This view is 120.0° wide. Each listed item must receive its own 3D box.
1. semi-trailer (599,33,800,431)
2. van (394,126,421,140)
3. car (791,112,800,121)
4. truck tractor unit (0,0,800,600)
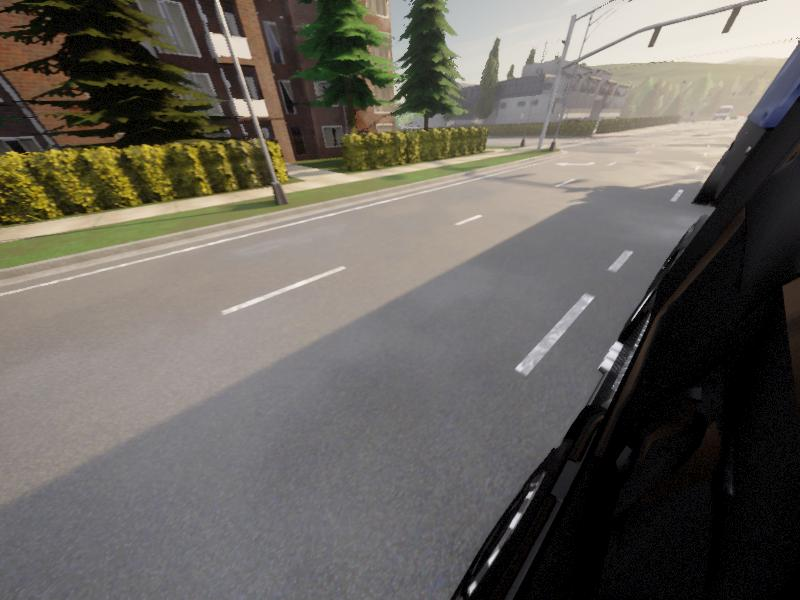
[{"bbox_3d":[8.652,-3.626,4.287,14.254,4.402,2.717,-29,44,-30],"label":"semi-trailer"},{"bbox_3d":[1.606,-37.227,51.496,2.351,2.431,6.366,-27,43,-29],"label":"van"},{"bbox_3d":[96.066,-43.746,55.081,5.027,1.651,2.152,-28,44,-30],"label":"car"},{"bbox_3d":[2.645,-0.295,0.351,6.516,4.208,3.053,-28,44,-30],"label":"truck tractor unit"}]
